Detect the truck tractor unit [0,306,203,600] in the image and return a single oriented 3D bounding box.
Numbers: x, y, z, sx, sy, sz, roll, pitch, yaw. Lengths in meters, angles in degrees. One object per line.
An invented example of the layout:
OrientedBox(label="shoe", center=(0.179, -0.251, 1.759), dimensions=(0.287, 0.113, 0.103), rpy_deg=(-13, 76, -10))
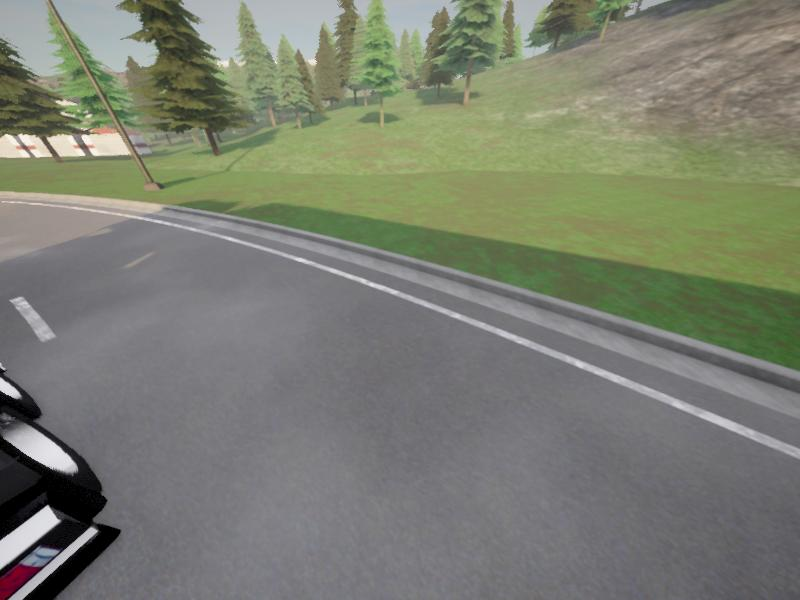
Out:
OrientedBox(label="truck tractor unit", center=(-5.183, -0.223, 0.671), dimensions=(6.516, 4.208, 3.053), rpy_deg=(15, 38, 21))
